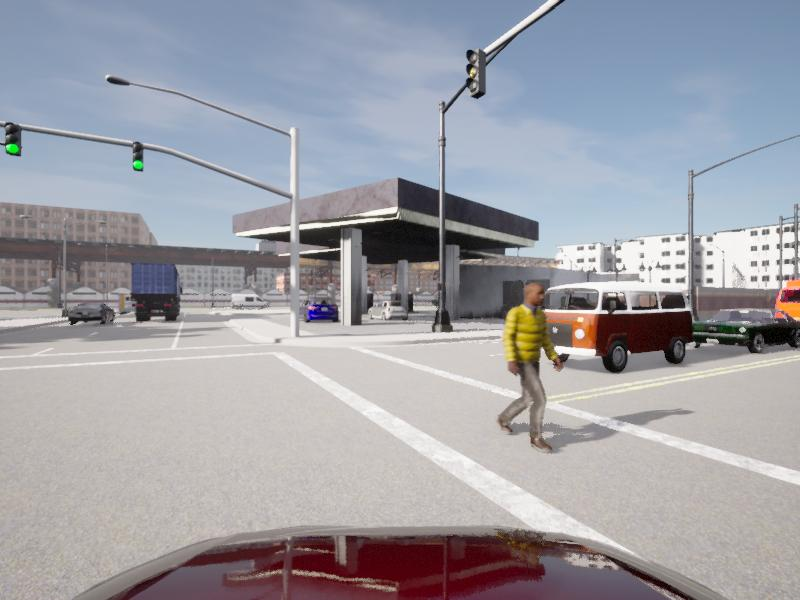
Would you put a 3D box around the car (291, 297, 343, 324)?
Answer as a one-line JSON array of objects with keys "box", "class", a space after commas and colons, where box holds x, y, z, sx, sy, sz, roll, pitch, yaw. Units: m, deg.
[{"box": [-5.707, 0.638, 26.983, 2.242, 1.667, 4.611, 0, 0, -27], "class": "car"}]

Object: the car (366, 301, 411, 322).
[{"box": [-0.973, 0.799, 30.327, 1.970, 1.475, 3.806, 0, 0, -27], "class": "car"}]

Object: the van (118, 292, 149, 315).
[{"box": [-30.728, 0.378, 46.259, 2.351, 2.431, 6.366, 0, 0, -28], "class": "van"}]

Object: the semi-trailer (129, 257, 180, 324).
[{"box": [-20.050, -0.618, 33.428, 2.717, 4.402, 14.254, 0, 0, -28], "class": "semi-trailer"}]

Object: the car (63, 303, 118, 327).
[{"box": [-20.525, 0.895, 26.800, 2.033, 1.411, 5.357, 0, 0, -28], "class": "car"}]

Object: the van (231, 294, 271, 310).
[{"box": [-24.328, 0.322, 65.251, 5.915, 2.561, 1.988, 0, 0, -26], "class": "van"}]

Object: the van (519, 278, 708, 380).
[{"box": [5.362, 0.571, 9.980, 4.480, 2.038, 2.069, 0, 0, -29], "class": "van"}]

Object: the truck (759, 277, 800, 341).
[{"box": [17.876, 0.357, 16.753, 5.204, 2.467, 2.627, 0, 0, -28], "class": "truck"}]

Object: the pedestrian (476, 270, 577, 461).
[{"box": [1.384, 0.637, 4.412, 0.751, 1.860, 0.751, 0, 0, -33], "class": "pedestrian"}]

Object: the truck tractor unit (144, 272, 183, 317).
[{"box": [-23.728, -0.516, 40.434, 3.053, 4.208, 6.516, 0, 0, -28], "class": "truck tractor unit"}]

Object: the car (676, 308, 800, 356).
[{"box": [11.463, 0.944, 13.256, 4.718, 1.301, 1.895, 0, 0, -29], "class": "car"}]
